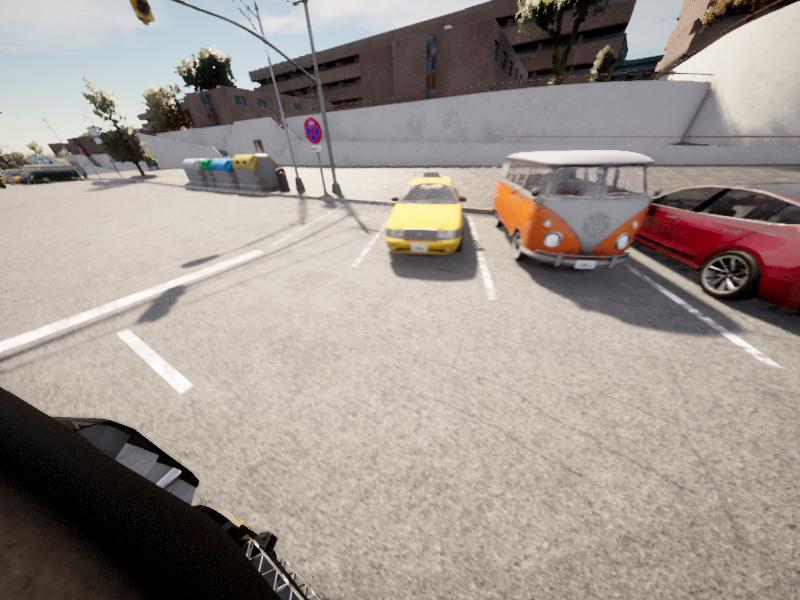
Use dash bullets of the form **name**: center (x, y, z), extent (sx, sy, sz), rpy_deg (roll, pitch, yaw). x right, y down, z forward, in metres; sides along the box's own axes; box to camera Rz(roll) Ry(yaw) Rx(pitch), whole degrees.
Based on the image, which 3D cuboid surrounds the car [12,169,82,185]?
- **car**: center (-46.950, -16.555, 30.923), extent (2.002, 1.452, 4.674), rpy_deg (3, 33, 10)

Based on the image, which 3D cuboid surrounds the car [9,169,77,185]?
- **car**: center (-49.517, -17.238, 32.261), extent (2.002, 1.452, 4.674), rpy_deg (3, 33, 10)

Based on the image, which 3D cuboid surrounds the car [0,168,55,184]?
- **car**: center (-62.419, -20.804, 38.696), extent (1.878, 1.987, 4.442), rpy_deg (3, 33, 10)

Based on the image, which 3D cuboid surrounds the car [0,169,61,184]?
- **car**: center (-59.816, -20.117, 37.537), extent (2.185, 1.767, 4.553), rpy_deg (3, 33, 10)

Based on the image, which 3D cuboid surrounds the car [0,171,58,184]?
- **car**: center (-64.937, -21.458, 40.402), extent (1.946, 1.575, 5.366), rpy_deg (3, 33, 10)

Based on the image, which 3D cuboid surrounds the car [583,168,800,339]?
- **car**: center (6.033, -1.391, 4.281), extent (2.163, 1.488, 4.792), rpy_deg (4, 33, 10)

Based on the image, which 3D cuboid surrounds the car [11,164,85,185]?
- **car**: center (-44.403, -16.037, 29.350), extent (1.878, 1.987, 4.442), rpy_deg (3, 33, 10)

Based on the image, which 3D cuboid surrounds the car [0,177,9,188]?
- **car**: center (-42.866, -12.326, 23.863), extent (3.633, 1.501, 1.845), rpy_deg (15, 38, 27)

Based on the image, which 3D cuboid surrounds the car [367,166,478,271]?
- **car**: center (0.840, -2.783, 6.683), extent (1.946, 1.575, 5.366), rpy_deg (4, 33, 9)

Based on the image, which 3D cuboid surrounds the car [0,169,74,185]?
- **car**: center (-52.125, -17.855, 33.418), extent (1.946, 1.575, 5.366), rpy_deg (3, 33, 10)

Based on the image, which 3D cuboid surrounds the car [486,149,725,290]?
- **car**: center (3.424, -2.266, 5.319), extent (1.878, 1.987, 4.442), rpy_deg (4, 33, 9)

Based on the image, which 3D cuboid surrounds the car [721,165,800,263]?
- **car**: center (8.641, -0.762, 3.093), extent (1.946, 1.575, 5.366), rpy_deg (4, 33, 10)
